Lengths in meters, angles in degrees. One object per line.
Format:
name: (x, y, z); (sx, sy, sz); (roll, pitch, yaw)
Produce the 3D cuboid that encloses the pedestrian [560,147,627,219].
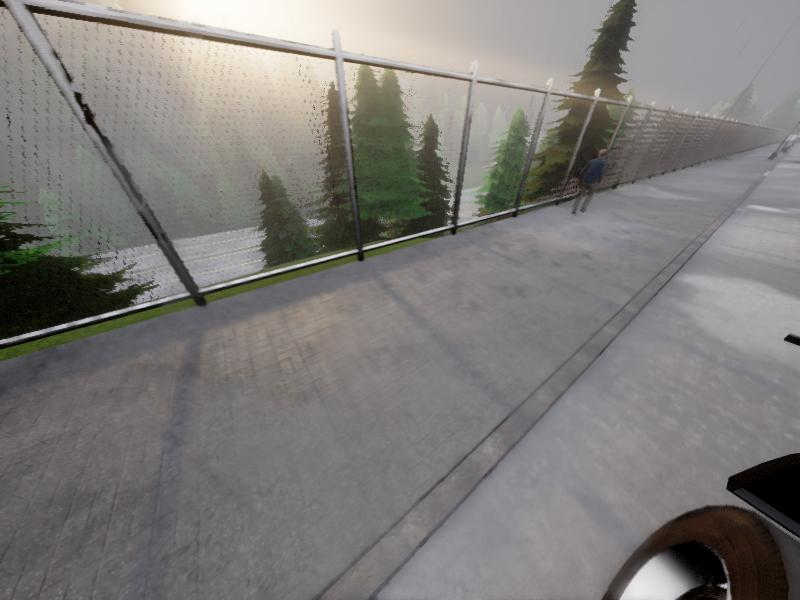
pedestrian: (5.907, -3.627, 7.164); (0.751, 1.860, 0.751); (-21, 40, -27)
